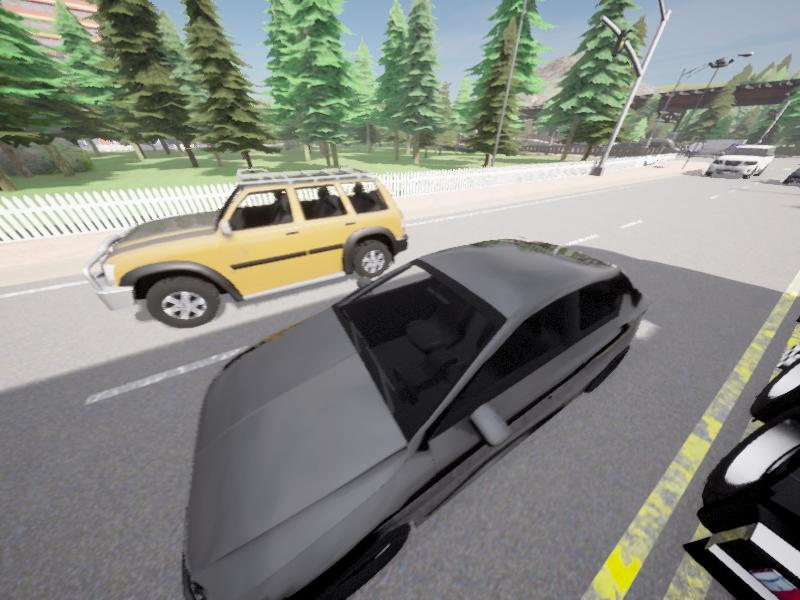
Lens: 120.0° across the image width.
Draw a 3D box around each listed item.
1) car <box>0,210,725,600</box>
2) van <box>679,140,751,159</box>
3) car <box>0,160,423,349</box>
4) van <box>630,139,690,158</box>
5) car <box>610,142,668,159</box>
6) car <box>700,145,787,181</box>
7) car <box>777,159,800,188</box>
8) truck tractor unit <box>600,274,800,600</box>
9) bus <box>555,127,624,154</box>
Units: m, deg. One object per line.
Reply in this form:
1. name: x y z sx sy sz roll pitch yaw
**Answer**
1. car: 0.506 0.374 2.175 4.193 1.474 1.816 -18 39 -24
2. van: 52.035 -25.149 38.427 2.351 2.431 6.366 -19 39 -25
3. car: -2.097 -1.255 4.137 4.605 1.855 1.932 -18 39 -24
4. van: 43.458 -25.597 38.897 1.988 2.561 5.915 -19 39 -26
5. car: 37.294 -23.511 36.281 2.150 2.045 5.566 -19 40 -26
6. car: 25.723 -10.383 17.335 5.566 2.045 2.150 -18 39 -24
7. car: 25.557 -7.818 14.081 3.705 1.549 1.789 -18 39 -24
8. truck tractor unit: 5.123 -0.289 0.753 6.516 4.208 3.053 -18 39 -23
9. bus: 41.637 -35.652 51.453 3.944 4.253 10.273 -19 42 -26
